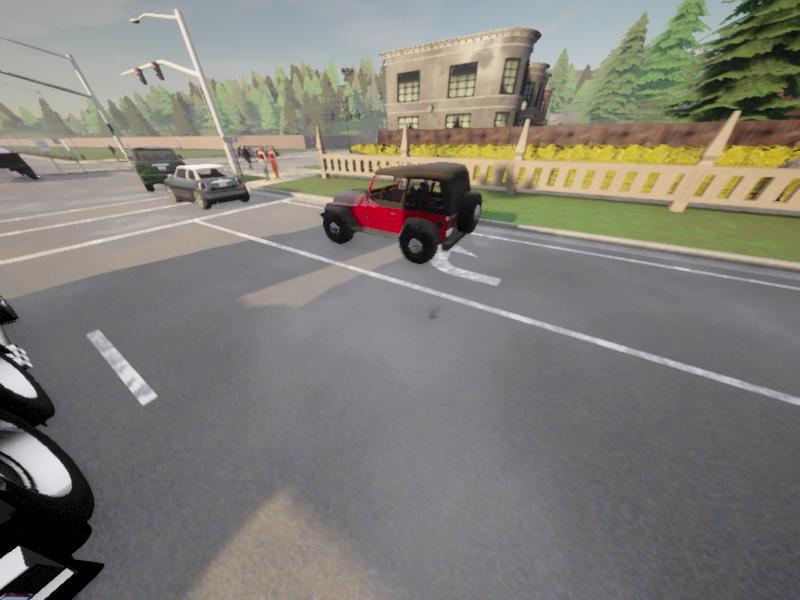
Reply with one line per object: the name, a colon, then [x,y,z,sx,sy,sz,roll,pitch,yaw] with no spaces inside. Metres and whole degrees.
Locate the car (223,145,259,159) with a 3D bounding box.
car: [-24.761,-23.197,36.150,1.851,1.617,3.988,19,39,25]

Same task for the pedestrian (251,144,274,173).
pedestrian: [-10.342,-10.655,17.413,0.751,1.860,0.751,20,40,27]

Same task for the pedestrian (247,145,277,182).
pedestrian: [-8.327,-8.280,14.040,0.751,1.860,0.751,12,37,17]

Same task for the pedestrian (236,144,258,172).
pedestrian: [-12.223,-11.387,18.495,0.751,1.860,0.751,26,43,32]

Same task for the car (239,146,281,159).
car: [-21.264,-22.590,35.360,2.163,1.488,4.792,19,39,25]

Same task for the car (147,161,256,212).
car: [-8.567,-5.055,10.047,3.806,1.475,1.970,20,39,26]

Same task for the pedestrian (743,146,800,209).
pedestrian: [13.603,-4.287,8.133,0.751,1.860,0.751,19,39,25]

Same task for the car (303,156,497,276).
car: [-0.061,-2.304,5.667,3.866,1.878,1.905,19,39,25]

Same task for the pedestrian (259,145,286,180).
pedestrian: [-8.012,-8.659,14.582,0.751,1.860,0.751,9,36,12]

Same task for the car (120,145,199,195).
car: [-13.970,-7.789,13.521,2.150,2.045,5.566,-27,43,-33]

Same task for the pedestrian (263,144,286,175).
pedestrian: [-9.037,-10.160,16.681,0.751,1.860,0.751,24,41,30]

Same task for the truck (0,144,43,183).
truck: [-29.205,-9.897,16.620,6.274,2.098,2.390,19,39,25]

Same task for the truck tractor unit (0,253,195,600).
truck tractor unit: [-5.093,-0.317,0.810,6.516,4.208,3.053,19,39,25]
